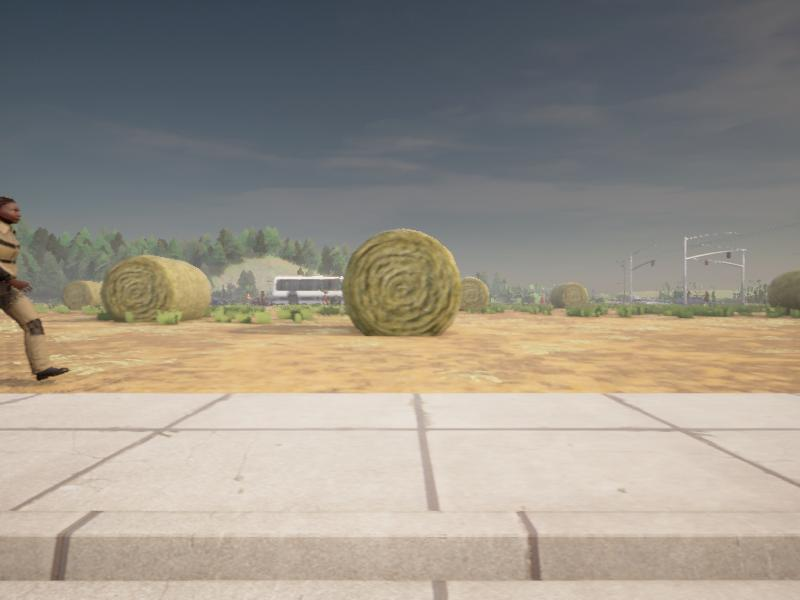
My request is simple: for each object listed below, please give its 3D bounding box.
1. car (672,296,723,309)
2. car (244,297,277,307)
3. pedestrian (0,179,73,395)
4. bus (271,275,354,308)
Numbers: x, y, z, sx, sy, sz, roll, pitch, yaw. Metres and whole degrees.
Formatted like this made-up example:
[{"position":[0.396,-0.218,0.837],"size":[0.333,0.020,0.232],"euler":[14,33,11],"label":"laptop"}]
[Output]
[{"position":[35.847,0.276,48.403],"size":[4.792,1.488,2.163],"euler":[0,0,34],"label":"car"},{"position":[-20.220,0.248,58.039],"size":[4.193,1.474,1.816],"euler":[0,0,4],"label":"car"},{"position":[-3.723,-0.115,3.768],"size":[0.751,1.860,0.751],"euler":[0,0,-14],"label":"pedestrian"},{"position":[-11.661,-1.138,54.036],"size":[10.273,4.253,3.944],"euler":[0,0,3],"label":"bus"}]
